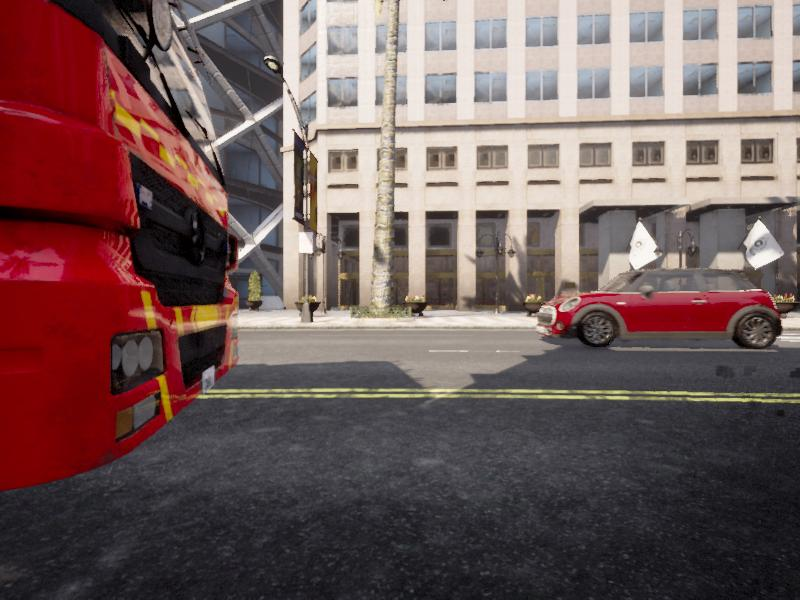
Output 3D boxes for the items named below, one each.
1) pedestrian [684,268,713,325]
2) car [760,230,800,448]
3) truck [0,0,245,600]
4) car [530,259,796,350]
[{"bbox_3d":[10.212,-0.117,13.706,0.751,1.860,0.751,0,0,32],"label":"pedestrian"},{"bbox_3d":[5.151,0.245,2.023,4.892,1.490,1.837,0,0,2],"label":"car"},{"bbox_3d":[-5.417,-0.919,1.781,8.468,3.827,2.891,0,0,-12],"label":"truck"},{"bbox_3d":[5.522,0.093,9.031,4.553,1.767,2.097,0,0,6],"label":"car"}]
